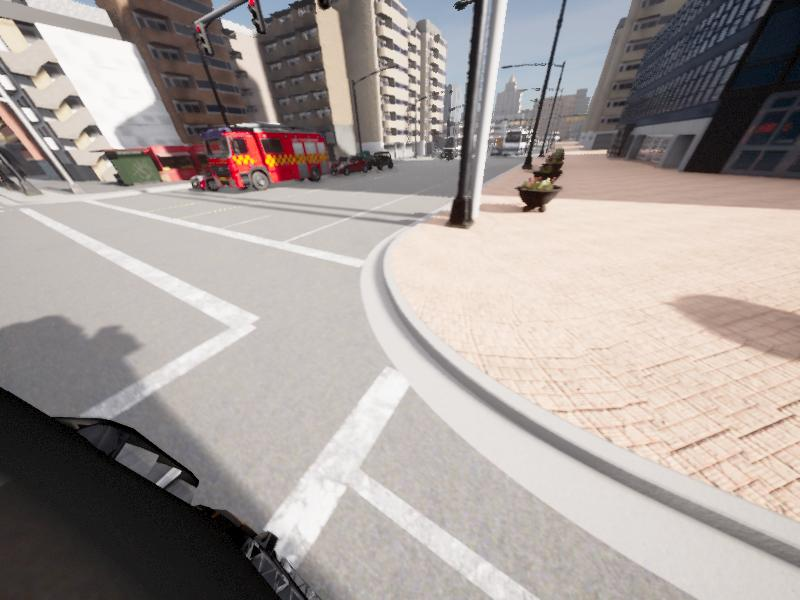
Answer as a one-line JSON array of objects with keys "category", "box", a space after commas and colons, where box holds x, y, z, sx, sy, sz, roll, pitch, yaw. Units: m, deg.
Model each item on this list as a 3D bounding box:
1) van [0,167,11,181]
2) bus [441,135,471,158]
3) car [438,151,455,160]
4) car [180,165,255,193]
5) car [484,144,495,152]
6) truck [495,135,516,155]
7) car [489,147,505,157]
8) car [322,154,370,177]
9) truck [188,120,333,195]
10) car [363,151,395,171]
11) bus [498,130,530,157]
[{"category": "van", "box": [-66.982, -19.888, 36.831, 1.775, 1.987, 4.442, 2, 34, 7]}, {"category": "bus", "box": [13.946, -38.045, 57.081, 3.944, 4.253, 10.273, 16, 38, 26]}, {"category": "car", "box": [9.111, -28.228, 45.088, 1.994, 1.385, 4.181, 16, 37, 26]}, {"category": "car", "box": [-13.802, -9.400, 17.769, 1.970, 1.475, 3.806, 16, 38, 26]}, {"category": "car", "box": [28.027, -47.525, 72.209, 2.242, 1.667, 4.611, 16, 39, 26]}, {"category": "truck", "box": [26.304, -38.703, 57.510, 2.891, 3.827, 8.468, 16, 38, 26]}, {"category": "car", "box": [21.489, -32.879, 51.133, 2.033, 1.649, 4.856, 16, 38, 26]}, {"category": "car", "box": [-5.413, -14.006, 23.913, 2.097, 1.767, 4.553, 16, 37, 26]}, {"category": "truck", "box": [-9.500, -10.843, 17.532, 2.891, 3.827, 8.468, 16, 38, 25]}, {"category": "car", "box": [-2.446, -17.033, 28.255, 1.905, 1.878, 3.866, 16, 37, 25]}, {"category": "bus", "box": [24.059, -32.835, 48.499, 3.944, 4.253, 10.273, 16, 38, 26]}]
